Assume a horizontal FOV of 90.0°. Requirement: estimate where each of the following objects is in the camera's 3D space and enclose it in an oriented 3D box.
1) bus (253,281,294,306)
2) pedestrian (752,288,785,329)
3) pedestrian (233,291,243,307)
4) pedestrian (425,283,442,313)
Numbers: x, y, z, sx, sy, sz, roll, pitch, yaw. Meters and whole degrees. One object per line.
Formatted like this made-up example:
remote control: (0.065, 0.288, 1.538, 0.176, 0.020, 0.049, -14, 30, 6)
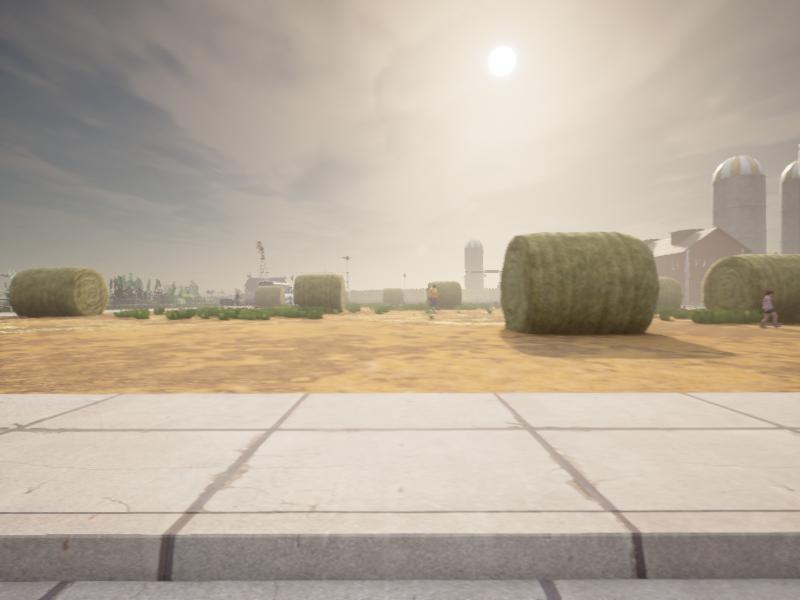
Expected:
bus: (-22.703, -1.143, 72.610, 3.944, 4.253, 10.273, 0, 0, 3)
pedestrian: (10.257, 0.223, 11.154, 0.500, 1.100, 0.500, 0, 0, 15)
pedestrian: (-18.536, -0.125, 45.686, 0.751, 1.860, 0.751, 0, 0, 7)
pedestrian: (2.125, -0.150, 25.460, 0.751, 1.860, 0.751, 0, 0, 40)
